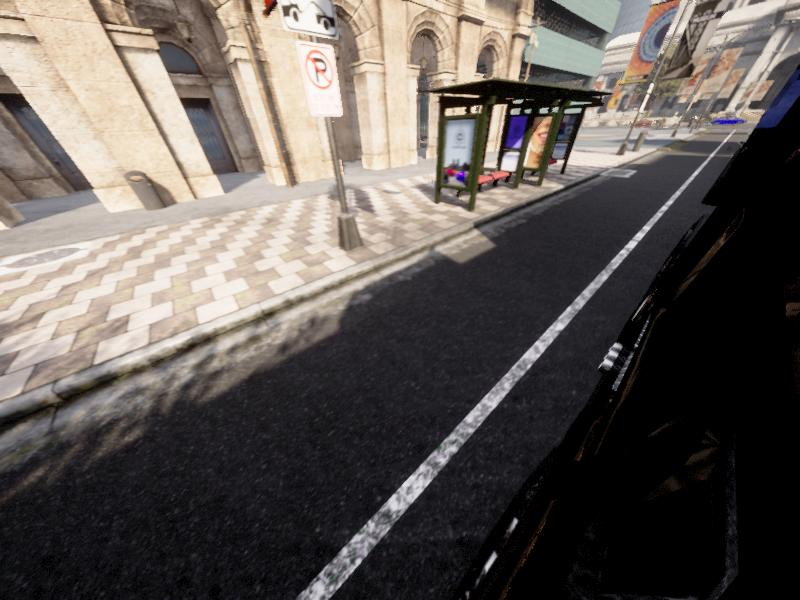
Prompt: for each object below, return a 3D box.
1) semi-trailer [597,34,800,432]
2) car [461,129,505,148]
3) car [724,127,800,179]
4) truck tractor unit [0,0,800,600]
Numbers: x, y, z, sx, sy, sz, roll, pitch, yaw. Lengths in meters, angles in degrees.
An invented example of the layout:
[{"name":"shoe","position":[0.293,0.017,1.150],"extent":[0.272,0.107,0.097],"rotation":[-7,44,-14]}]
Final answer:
[{"name":"semi-trailer","position":[8.743,-3.576,4.180],"extent":[14.254,4.402,2.717],"rotation":[-28,43,-29]},{"name":"car","position":[9.203,-17.966,25.643],"extent":[4.786,1.482,2.161],"rotation":[-28,44,-30]},{"name":"car","position":[16.427,-6.605,10.177],"extent":[4.892,1.490,1.837],"rotation":[-28,44,-30]},{"name":"truck tractor unit","position":[2.645,-0.295,0.351],"extent":[6.516,4.208,3.053],"rotation":[-28,44,-30]}]
